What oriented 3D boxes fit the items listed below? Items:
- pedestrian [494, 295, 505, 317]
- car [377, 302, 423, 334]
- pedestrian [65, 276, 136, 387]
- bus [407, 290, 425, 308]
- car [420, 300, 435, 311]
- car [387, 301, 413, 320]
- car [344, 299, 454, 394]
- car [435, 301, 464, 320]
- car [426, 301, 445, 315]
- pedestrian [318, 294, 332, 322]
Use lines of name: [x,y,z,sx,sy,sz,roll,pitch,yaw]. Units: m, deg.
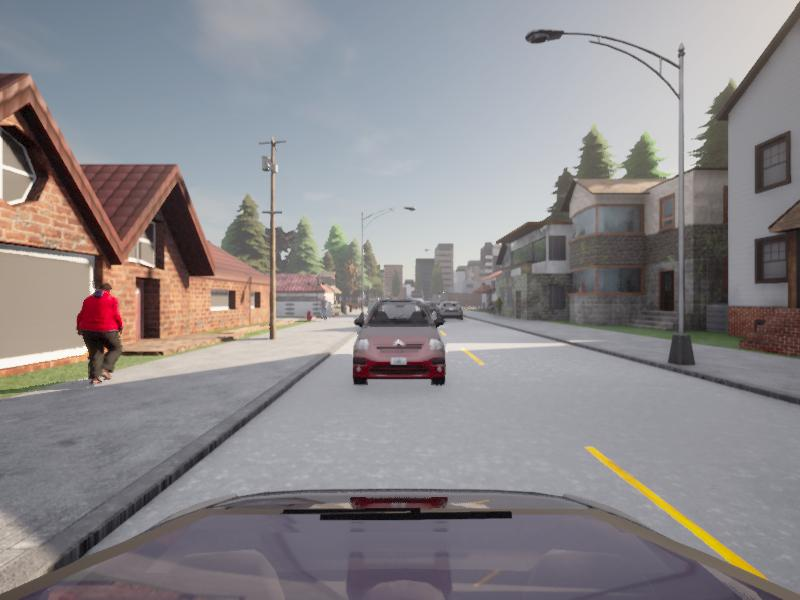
pedestrian: [8.633,0.538,34.698,0.751,1.860,0.751,0,0,0]
car: [0.000,0.854,21.073,2.163,1.488,4.792,0,0,0]
pedestrian: [-5.301,0.534,7.129,0.751,1.860,0.751,0,0,-8]
bus: [3.944,-0.305,101.350,3.944,4.253,10.273,0,0,0]
car: [4.033,0.779,59.178,1.930,1.638,5.238,0,0,0]
car: [0.012,0.856,34.814,2.163,1.488,4.792,0,0,0]
car: [-0.012,0.789,8.776,1.851,1.617,3.988,0,0,0]
car: [4.012,0.858,33.111,1.970,1.475,3.806,0,0,0]
car: [4.018,0.860,45.615,1.816,1.474,4.193,0,0,0]
pedestrian: [-5.126,0.537,27.368,0.751,1.860,0.751,0,0,0]
